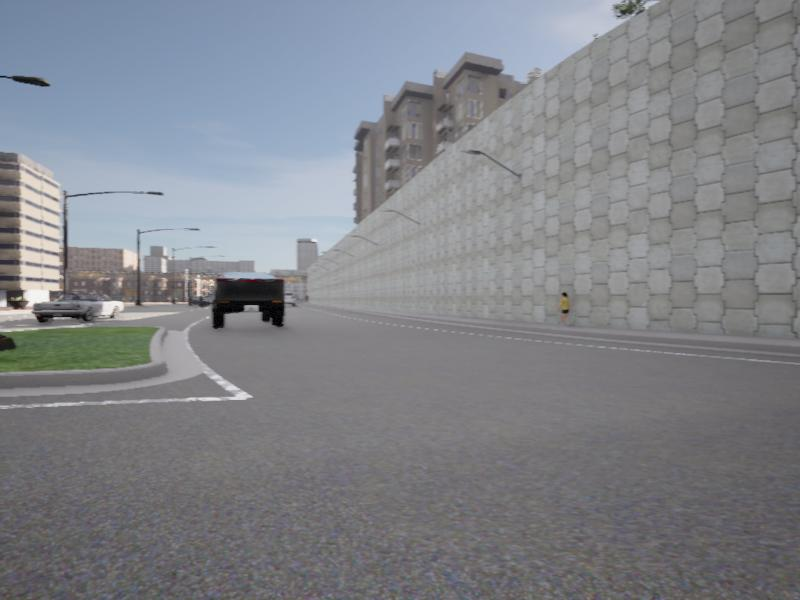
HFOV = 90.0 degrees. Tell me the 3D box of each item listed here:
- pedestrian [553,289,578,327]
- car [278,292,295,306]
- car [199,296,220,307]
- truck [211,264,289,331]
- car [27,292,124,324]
[{"bbox_3d":[4.935,0.240,11.932,0.500,1.100,0.500,0,0,-27],"label":"pedestrian"},{"bbox_3d":[-16.463,-0.134,57.965,2.150,2.045,5.566,0,0,-18],"label":"car"},{"bbox_3d":[-27.356,0.197,57.541,2.033,1.411,5.357,0,0,-18],"label":"car"},{"bbox_3d":[-6.168,-0.087,15.998,2.390,2.098,6.274,0,0,-24],"label":"truck"},{"bbox_3d":[-14.962,0.312,18.827,1.895,1.301,4.718,0,0,-17],"label":"car"}]
